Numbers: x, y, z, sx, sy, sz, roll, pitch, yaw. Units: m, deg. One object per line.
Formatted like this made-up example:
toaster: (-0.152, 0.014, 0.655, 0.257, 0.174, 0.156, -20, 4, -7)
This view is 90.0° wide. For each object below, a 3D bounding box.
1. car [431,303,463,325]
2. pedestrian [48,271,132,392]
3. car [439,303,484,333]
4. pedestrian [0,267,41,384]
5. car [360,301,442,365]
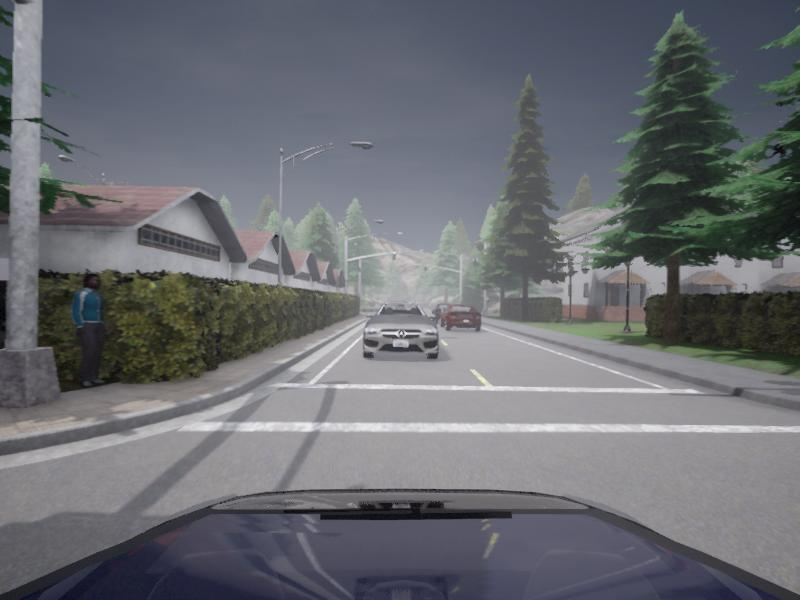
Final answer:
car: (3.529, 1.004, 31.175, 1.882, 1.535, 5.008, 1, 0, 0)
pedestrian: (-5.067, 0.477, 6.577, 0.751, 1.860, 0.751, 1, 0, 11)
car: (3.528, 0.991, 23.792, 1.882, 1.535, 5.008, 1, 0, 0)
pedestrian: (-6.762, 0.404, 6.726, 0.751, 1.860, 0.751, 1, 0, 1)
car: (0.024, 0.871, 13.064, 2.152, 1.651, 5.027, 1, 0, 0)
